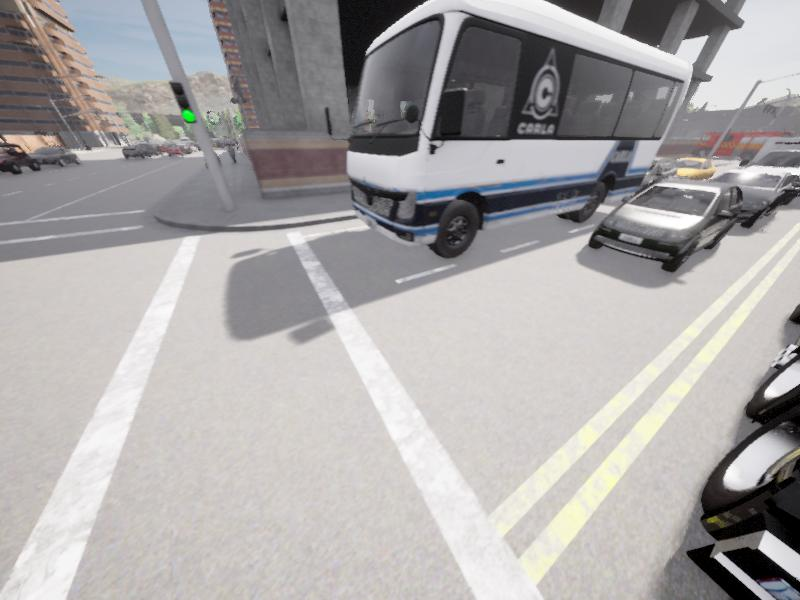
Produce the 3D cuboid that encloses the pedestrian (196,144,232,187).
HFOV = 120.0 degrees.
[{"bbox_3d":[-9.676,-7.041,12.104,0.751,1.860,0.751,-16,38,-22],"label":"pedestrian"}]

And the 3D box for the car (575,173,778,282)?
[{"bbox_3d":[6.472,-1.965,5.519,3.705,1.549,1.789,-18,39,-24],"label":"car"}]

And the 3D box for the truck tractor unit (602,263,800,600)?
[{"bbox_3d":[5.110,-0.303,0.785,6.516,4.208,3.053,-18,39,-24],"label":"truck tractor unit"}]

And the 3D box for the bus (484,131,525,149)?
[{"bbox_3d":[30.885,-47.672,68.948,3.944,4.253,10.273,-18,39,-25],"label":"bus"}]

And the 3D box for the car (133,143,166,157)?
[{"bbox_3d":[-37.541,-22.653,34.820,2.033,1.649,4.856,-18,39,-24],"label":"car"}]

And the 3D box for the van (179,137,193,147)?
[{"bbox_3d":[-69.865,-51.744,75.524,1.988,2.561,5.915,-18,39,-24],"label":"van"}]

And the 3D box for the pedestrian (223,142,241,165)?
[{"bbox_3d":[-16.018,-13.988,22.034,0.751,1.860,0.751,-16,38,-22],"label":"pedestrian"}]

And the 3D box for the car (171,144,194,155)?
[{"bbox_3d":[-35.747,-24.833,38.100,1.970,1.475,3.806,-18,39,-24],"label":"car"}]

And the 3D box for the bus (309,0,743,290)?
[{"bbox_3d":[3.594,-4.360,6.576,10.273,4.253,3.944,-18,39,-24],"label":"bus"}]

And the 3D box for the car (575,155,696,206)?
[{"bbox_3d":[11.201,-5.865,11.062,4.611,1.667,2.242,-18,39,-25],"label":"car"}]

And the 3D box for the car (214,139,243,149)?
[{"bbox_3d":[-44.753,-40.799,60.480,5.566,2.045,2.150,-18,39,-24],"label":"car"}]

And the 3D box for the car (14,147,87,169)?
[{"bbox_3d":[-32.517,-13.446,21.747,1.837,1.490,4.892,-18,39,-24],"label":"car"}]

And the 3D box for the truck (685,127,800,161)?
[{"bbox_3d":[50.949,-23.666,35.019,2.891,3.827,8.468,-11,37,-15],"label":"truck"}]

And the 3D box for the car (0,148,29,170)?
[{"bbox_3d":[-35.193,-12.093,19.796,1.816,1.474,4.193,-18,39,-24],"label":"car"}]

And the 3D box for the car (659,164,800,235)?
[{"bbox_3d":[12.037,-3.762,8.186,4.902,1.511,2.128,-18,39,-24],"label":"car"}]

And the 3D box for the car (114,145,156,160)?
[{"bbox_3d":[-34.217,-19.235,30.038,2.128,1.511,4.902,-18,39,-24],"label":"car"}]

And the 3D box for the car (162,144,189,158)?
[{"bbox_3d":[-32.903,-21.982,33.959,1.789,1.549,3.705,-18,39,-24],"label":"car"}]

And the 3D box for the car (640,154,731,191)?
[{"bbox_3d":[17.331,-7.827,14.013,5.366,1.575,1.801,-18,39,-24],"label":"car"}]

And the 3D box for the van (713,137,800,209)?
[{"bbox_3d":[18.620,-6.287,11.068,6.366,2.431,2.351,-18,39,-24],"label":"van"}]

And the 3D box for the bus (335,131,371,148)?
[{"bbox_3d":[-14.999,-51.406,74.029,10.273,4.253,3.944,-18,39,-24],"label":"bus"}]

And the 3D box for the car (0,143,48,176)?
[{"bbox_3d":[-29.371,-10.420,17.075,1.905,1.878,3.866,-18,39,-24],"label":"car"}]
